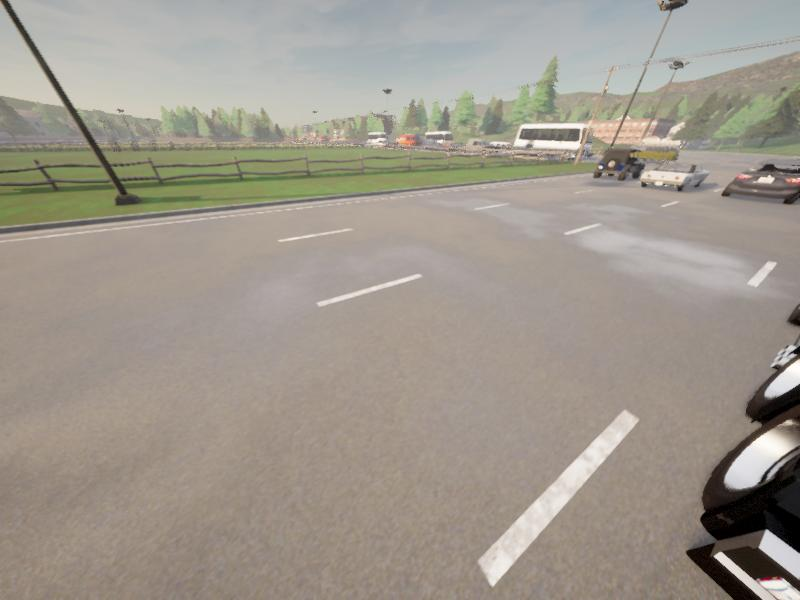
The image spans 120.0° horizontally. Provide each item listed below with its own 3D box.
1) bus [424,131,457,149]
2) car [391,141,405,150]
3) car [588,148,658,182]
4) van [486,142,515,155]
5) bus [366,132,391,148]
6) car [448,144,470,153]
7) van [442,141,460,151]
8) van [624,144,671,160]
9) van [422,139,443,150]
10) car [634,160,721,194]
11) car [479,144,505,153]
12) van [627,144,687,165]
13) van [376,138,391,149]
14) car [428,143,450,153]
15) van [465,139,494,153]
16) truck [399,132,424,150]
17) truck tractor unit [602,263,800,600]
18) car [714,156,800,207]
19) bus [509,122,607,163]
[{"bbox_3d":[11.877,-48.305,69.918,3.944,4.253,10.273,-18,39,-25],"label":"bus"},{"bbox_3d":[-0.690,-43.677,65.211,1.932,1.855,4.605,-18,39,-25],"label":"car"},{"bbox_3d":[16.057,-9.839,16.693,3.866,1.878,1.905,-18,39,-25],"label":"car"},{"bbox_3d":[18.905,-28.698,43.732,2.069,2.038,4.480,-18,39,-25],"label":"van"},{"bbox_3d":[-7.508,-55.313,79.791,3.944,4.253,10.273,-18,39,-25],"label":"bus"},{"bbox_3d":[13.115,-34.075,51.884,1.837,1.490,4.892,-18,39,-25],"label":"car"},{"bbox_3d":[12.682,-38.618,57.979,1.775,1.987,4.442,-18,39,-25],"label":"van"},{"bbox_3d":[38.407,-23.164,36.024,4.442,1.987,1.775,23,41,29],"label":"van"},{"bbox_3d":[9.442,-45.853,67.961,2.351,2.431,6.366,-18,39,-25],"label":"van"},{"bbox_3d":[16.459,-7.402,13.713,4.718,1.301,1.895,-18,39,-25],"label":"car"},{"bbox_3d":[20.792,-34.541,52.521,2.152,1.651,5.027,-18,39,-25],"label":"car"},{"bbox_3d":[31.698,-18.146,28.732,4.442,1.987,1.775,26,42,32],"label":"van"},{"bbox_3d":[-5.043,-48.178,71.021,1.988,2.561,5.915,-18,39,-25],"label":"van"},{"bbox_3d":[8.735,-34.472,52.251,2.242,1.667,4.611,-18,39,-25],"label":"car"},{"bbox_3d":[17.526,-34.153,51.125,1.988,2.561,5.915,-18,39,-25],"label":"van"},{"bbox_3d":[3.056,-44.773,65.114,2.891,3.827,8.468,-18,39,-25],"label":"truck"},{"bbox_3d":[5.116,-0.293,0.790,6.516,4.208,3.053,-18,39,-24],"label":"truck tractor unit"},{"bbox_3d":[18.341,-5.872,11.203,4.611,1.667,2.242,-16,38,-22],"label":"car"},{"bbox_3d":[22.028,-22.832,33.365,3.944,4.253,10.273,-19,40,-25],"label":"bus"}]
